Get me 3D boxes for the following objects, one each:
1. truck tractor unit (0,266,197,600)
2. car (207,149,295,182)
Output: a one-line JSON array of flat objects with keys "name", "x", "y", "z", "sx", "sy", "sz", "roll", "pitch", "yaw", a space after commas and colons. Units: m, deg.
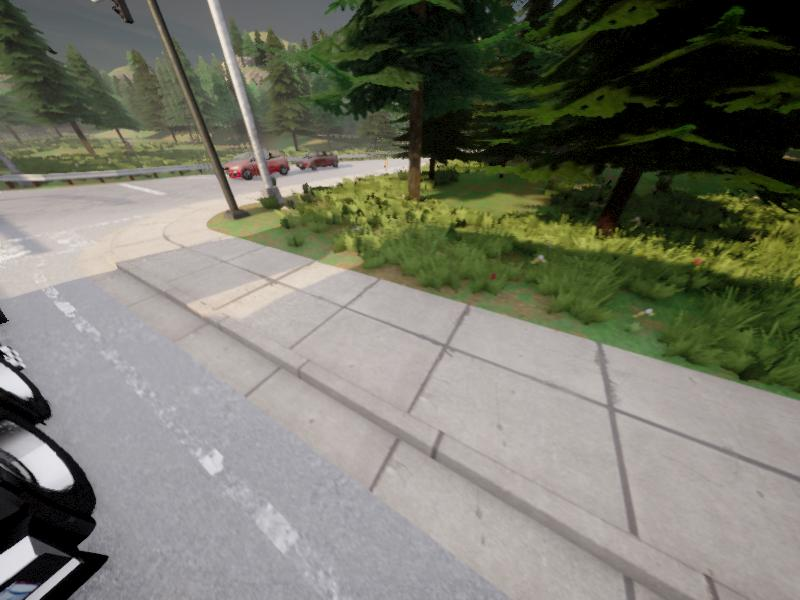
[{"name": "truck tractor unit", "x": -5.114, "y": -0.298, "z": 0.778, "sx": 6.516, "sy": 4.208, "sz": 3.053, "roll": 18, "pitch": 39, "yaw": 24}, {"name": "car", "x": -10.491, "y": -9.877, "z": 16.781, "sx": 2.242, "sy": 1.667, "sz": 4.611, "roll": 17, "pitch": 39, "yaw": 23}]
